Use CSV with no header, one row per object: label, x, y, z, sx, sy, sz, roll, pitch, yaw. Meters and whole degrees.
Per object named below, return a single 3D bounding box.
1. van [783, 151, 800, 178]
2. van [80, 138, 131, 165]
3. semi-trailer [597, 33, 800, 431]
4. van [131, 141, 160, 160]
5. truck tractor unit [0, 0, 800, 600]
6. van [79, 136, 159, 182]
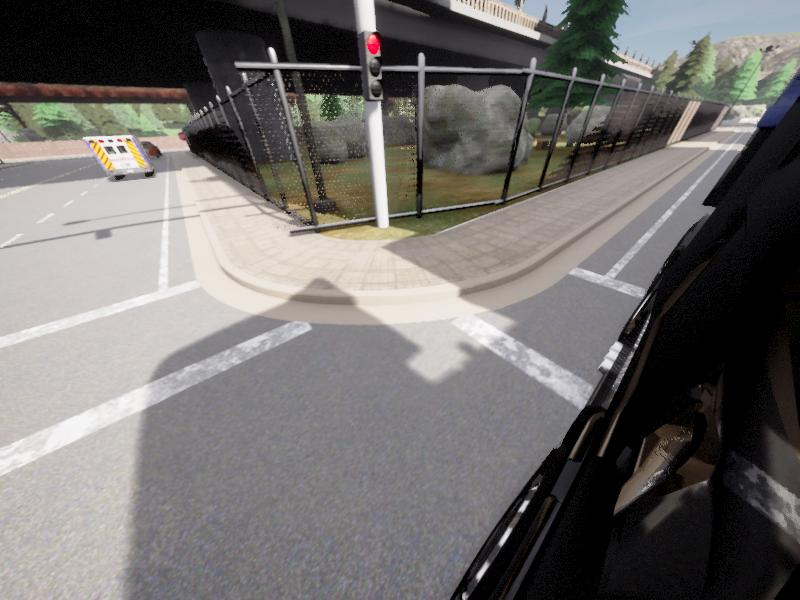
van,17.059,-5.532,8.341,4.480,2.038,2.069,-30,45,-35
van,-36.536,-18.704,28.920,2.351,2.431,6.366,-27,43,-30
semi-trailer,8.769,-3.545,4.173,14.254,4.402,2.717,-27,43,-29
van,-34.973,-20.731,31.917,1.775,1.987,4.442,-27,43,-30
truck tractor unit,2.645,-0.295,0.351,6.516,4.208,3.053,-28,44,-30
van,-20.349,-10.678,17.206,2.351,2.431,6.366,-27,43,-30
